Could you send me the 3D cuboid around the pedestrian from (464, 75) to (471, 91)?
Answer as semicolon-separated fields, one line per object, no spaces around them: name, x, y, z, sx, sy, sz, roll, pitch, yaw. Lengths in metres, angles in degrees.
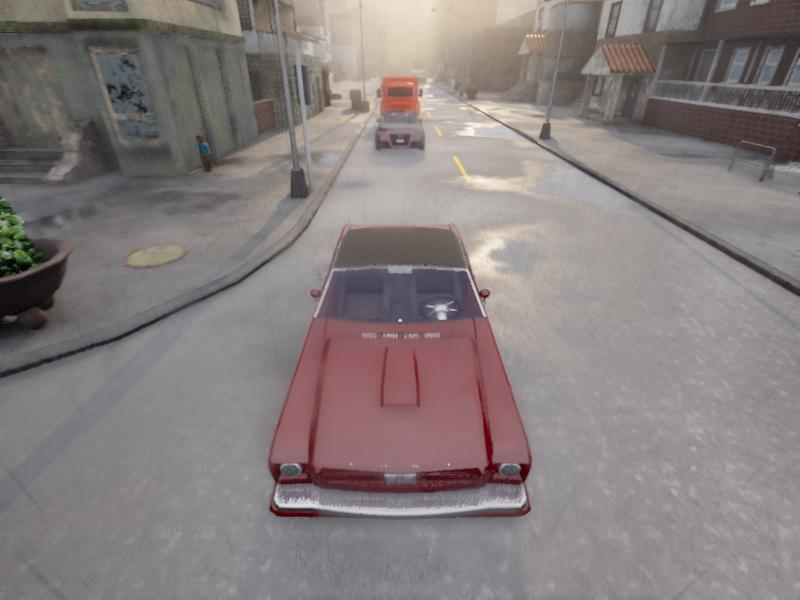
pedestrian;8.708;-27.987;51.616;0.751;1.860;0.751;0;30;0

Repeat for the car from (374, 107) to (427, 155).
car;0.005;-7.334;17.133;1.994;1.385;4.181;0;30;0

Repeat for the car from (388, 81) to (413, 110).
car;0.006;-16.759;32.688;1.905;1.878;3.866;0;30;0

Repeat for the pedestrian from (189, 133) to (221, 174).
pedestrian;-6.000;-4.525;12.354;0.500;1.100;0.500;0;30;-1

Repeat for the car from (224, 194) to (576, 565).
car;0.002;0.107;4.515;1.895;1.301;4.718;0;30;0

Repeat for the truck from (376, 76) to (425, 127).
truck;0.007;-12.125;24.237;2.627;2.467;5.204;0;30;0
